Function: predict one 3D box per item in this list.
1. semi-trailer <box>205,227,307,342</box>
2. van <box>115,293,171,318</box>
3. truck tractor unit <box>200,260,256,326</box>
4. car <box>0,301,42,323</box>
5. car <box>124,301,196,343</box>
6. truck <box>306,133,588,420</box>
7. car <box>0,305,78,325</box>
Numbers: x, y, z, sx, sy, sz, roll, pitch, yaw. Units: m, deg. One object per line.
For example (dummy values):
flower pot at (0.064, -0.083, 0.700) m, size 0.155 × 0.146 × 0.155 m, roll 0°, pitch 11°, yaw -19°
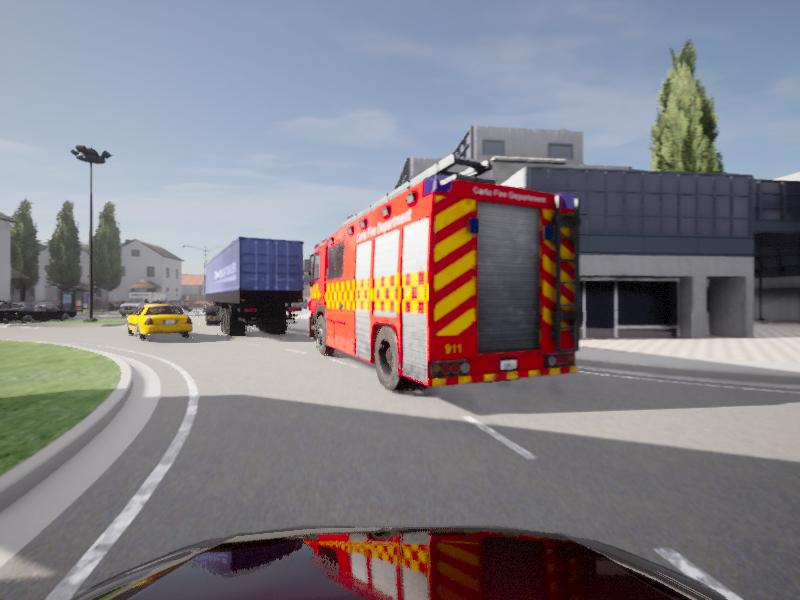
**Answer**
semi-trailer at (-8.671, -0.565, 22.108) m, size 2.717 × 4.402 × 14.254 m, roll 0°, pitch 0°, yaw -30°
van at (-26.764, 0.490, 42.067) m, size 2.351 × 2.431 × 6.366 m, roll 0°, pitch 0°, yaw -6°
truck tractor unit at (-12.276, -0.449, 29.109) m, size 3.053 × 4.208 × 6.516 m, roll 0°, pitch 0°, yaw -17°
car at (-30.157, 0.859, 29.880) m, size 1.930 × 1.638 × 5.238 m, roll 0°, pitch 0°, yaw 4°
car at (-10.693, 0.848, 17.624) m, size 1.801 × 1.575 × 5.366 m, roll 0°, pitch 0°, yaw -41°
truck at (0.005, -0.300, 9.787) m, size 2.891 × 3.827 × 8.468 m, roll 0°, pitch 0°, yaw -24°
car at (-26.703, 1.028, 29.505) m, size 1.895 × 1.301 × 4.718 m, roll 0°, pitch 0°, yaw 5°
